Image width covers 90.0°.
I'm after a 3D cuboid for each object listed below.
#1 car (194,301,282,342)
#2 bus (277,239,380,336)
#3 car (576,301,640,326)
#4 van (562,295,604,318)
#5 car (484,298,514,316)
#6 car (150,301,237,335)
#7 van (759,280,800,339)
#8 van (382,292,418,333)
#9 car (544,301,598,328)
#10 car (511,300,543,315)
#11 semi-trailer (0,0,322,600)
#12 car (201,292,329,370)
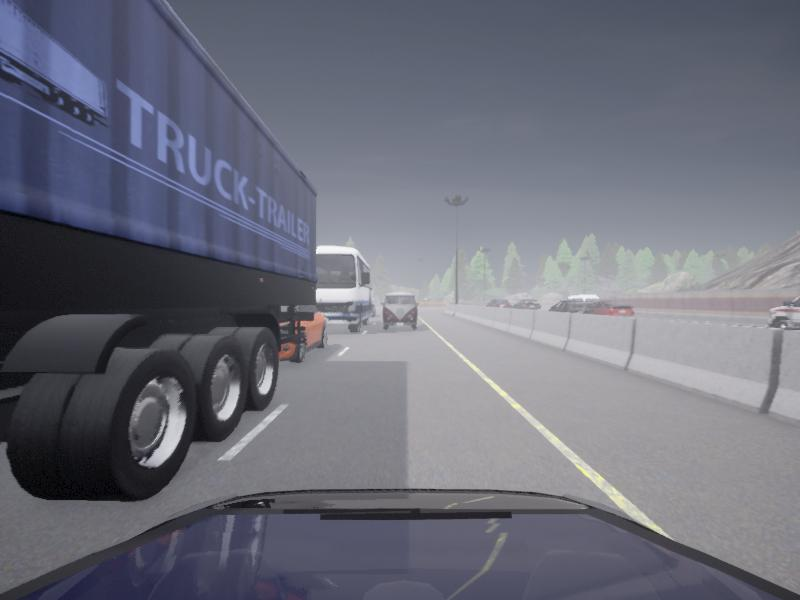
[{"bbox_3d":[-6.997,0.833,17.952,1.882,1.535,5.008,0,0,0],"label":"car"},{"bbox_3d":[-3.375,-0.519,22.603,3.944,4.253,10.273,0,0,0],"label":"bus"},{"bbox_3d":[14.004,0.844,27.280,2.007,1.525,4.514,0,0,0],"label":"car"},{"bbox_3d":[17.507,0.593,38.520,2.069,2.038,4.480,0,0,0],"label":"van"},{"bbox_3d":[10.532,0.719,42.969,2.097,1.767,4.553,0,0,1],"label":"car"},{"bbox_3d":[-10.497,0.814,20.921,1.801,1.575,5.366,0,0,0],"label":"car"},{"bbox_3d":[17.505,0.387,14.998,2.351,2.431,6.366,0,0,0],"label":"van"},{"bbox_3d":[0.005,0.611,21.670,1.775,1.987,4.442,0,0,0],"label":"van"},{"bbox_3d":[10.504,0.830,24.828,1.789,1.549,3.705,0,0,0],"label":"car"},{"bbox_3d":[14.063,0.783,44.491,2.242,1.667,4.611,0,0,2],"label":"car"},{"bbox_3d":[-3.269,-0.617,1.970,2.717,4.402,14.254,0,0,1],"label":"semi-trailer"},{"bbox_3d":[-3.481,0.702,11.383,2.097,1.767,4.553,0,0,0],"label":"car"}]
